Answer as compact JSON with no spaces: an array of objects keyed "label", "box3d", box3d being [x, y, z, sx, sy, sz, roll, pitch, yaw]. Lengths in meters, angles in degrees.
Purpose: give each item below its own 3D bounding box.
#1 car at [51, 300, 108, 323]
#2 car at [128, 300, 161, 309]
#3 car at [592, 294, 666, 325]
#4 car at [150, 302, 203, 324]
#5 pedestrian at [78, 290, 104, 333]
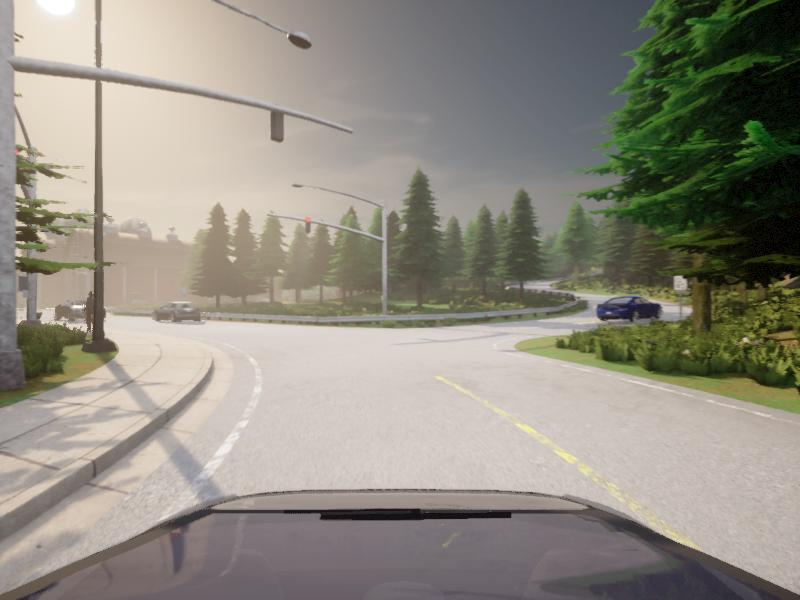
[{"label":"car","box3d":[-24.707,0.816,30.788,5.027,1.651,2.152,0,0,35]},{"label":"car","box3d":[-46.798,0.797,73.334,2.097,1.767,4.553,0,0,35]},{"label":"car","box3d":[13.809,0.504,24.003,5.008,1.535,1.882,-3,2,-35]},{"label":"car","box3d":[-16.286,0.880,29.086,3.806,1.475,1.970,0,0,36]},{"label":"pedestrian","box3d":[-13.884,0.505,17.969,0.751,1.860,0.751,0,0,38]}]
